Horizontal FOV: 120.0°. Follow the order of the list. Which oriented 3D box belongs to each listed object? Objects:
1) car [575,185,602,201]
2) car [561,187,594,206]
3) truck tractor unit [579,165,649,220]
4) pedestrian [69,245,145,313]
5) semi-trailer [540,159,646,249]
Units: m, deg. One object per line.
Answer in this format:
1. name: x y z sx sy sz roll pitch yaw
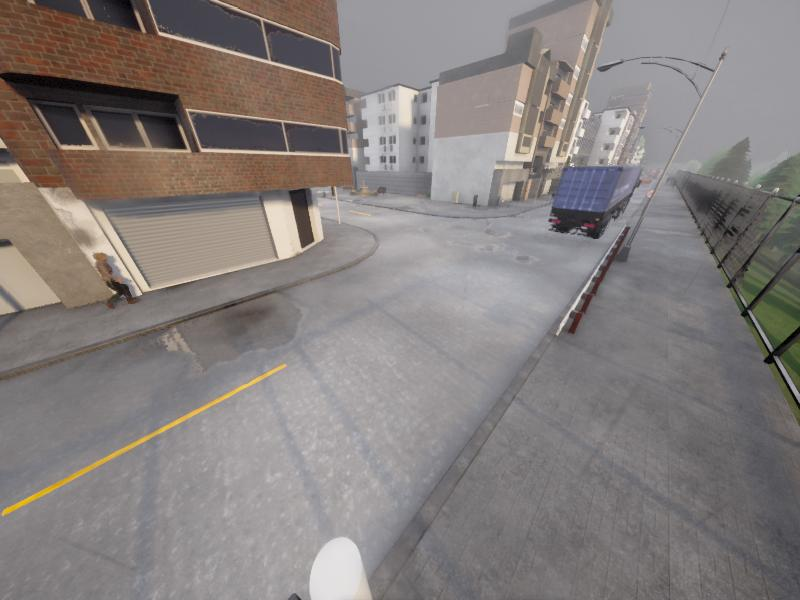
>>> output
1. car: 27.818 -15.809 34.016 5.366 1.575 1.801 -27 39 -38
2. car: 22.786 -13.386 29.605 4.553 1.767 2.097 -27 39 -38
3. truck tractor unit: 20.590 -10.519 22.200 3.053 4.208 6.516 26 39 38
4. pedestrian: -9.010 -0.658 7.219 0.751 1.860 0.751 -26 39 -37
5. semi-trailer: 14.994 -7.800 17.300 14.254 4.402 2.717 -27 39 -38
